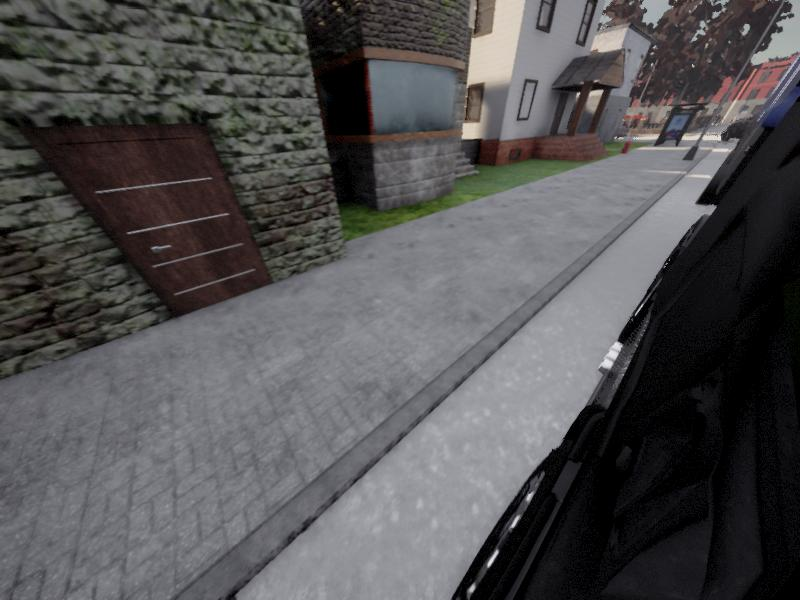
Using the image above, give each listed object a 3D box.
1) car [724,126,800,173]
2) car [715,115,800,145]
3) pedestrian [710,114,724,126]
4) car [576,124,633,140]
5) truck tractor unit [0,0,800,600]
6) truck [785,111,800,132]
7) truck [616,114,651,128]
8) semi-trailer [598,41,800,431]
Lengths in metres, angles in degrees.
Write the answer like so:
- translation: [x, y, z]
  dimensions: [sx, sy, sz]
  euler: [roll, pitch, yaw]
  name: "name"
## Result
- translation: [18.234, -7.479, 11.288]
  dimensions: [4.902, 1.511, 2.128]
  euler: [-28, 44, -30]
  name: "car"
- translation: [30.355, -14.462, 19.584]
  dimensions: [1.932, 1.855, 4.605]
  euler: [12, 39, 15]
  name: "car"
- translation: [61.673, -34.993, 44.930]
  dimensions: [0.751, 1.860, 0.751]
  euler: [-28, 44, -30]
  name: "pedestrian"
- translation: [25.574, -21.108, 29.049]
  dimensions: [1.837, 1.490, 4.892]
  euler: [-28, 43, -30]
  name: "car"
- translation: [2.645, -0.295, 0.351]
  dimensions: [6.516, 4.208, 3.053]
  euler: [-28, 44, -30]
  name: "truck tractor unit"
- translation: [51.710, -23.116, 28.253]
  dimensions: [8.468, 3.827, 2.891]
  euler: [-28, 44, -30]
  name: "truck"
- translation: [58.461, -44.882, 58.007]
  dimensions: [2.627, 2.467, 5.204]
  euler: [-29, 44, -30]
  name: "truck"
- translation: [8.698, -3.596, 4.241]
  dimensions: [14.254, 4.402, 2.717]
  euler: [-28, 44, -30]
  name: "semi-trailer"
